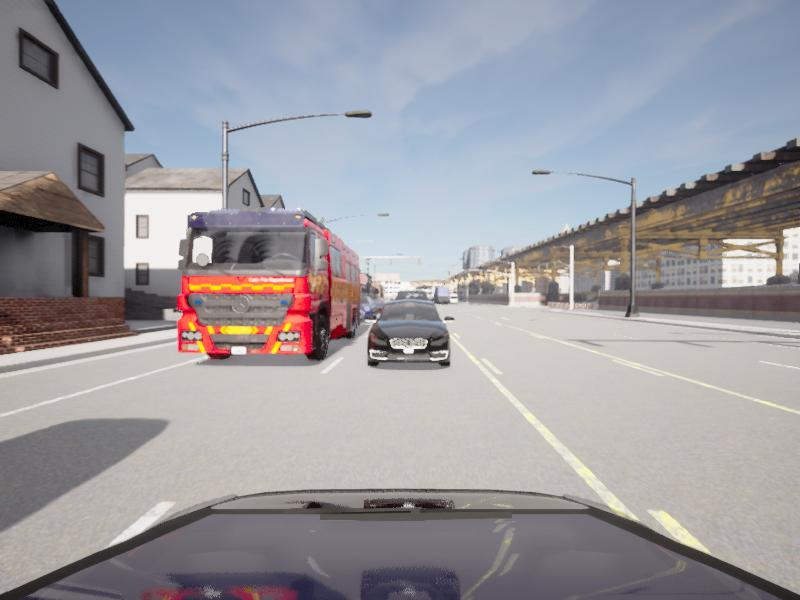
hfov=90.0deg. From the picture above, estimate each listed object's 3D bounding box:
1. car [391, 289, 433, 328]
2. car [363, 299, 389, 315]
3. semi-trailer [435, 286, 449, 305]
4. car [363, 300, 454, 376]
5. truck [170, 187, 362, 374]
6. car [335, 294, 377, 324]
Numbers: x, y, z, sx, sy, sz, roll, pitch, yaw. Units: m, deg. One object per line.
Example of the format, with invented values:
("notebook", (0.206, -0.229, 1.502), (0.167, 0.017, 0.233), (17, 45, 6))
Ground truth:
("car", (0.708, 0.417, 23.605), (2.150, 2.045, 5.566), (0, 0, 2))
("car", (-2.256, 0.650, 39.060), (2.033, 1.411, 5.357), (0, 0, 2))
("semi-trailer", (10.333, -1.141, 99.721), (2.717, 4.402, 14.254), (0, 0, 2))
("car", (0.257, 0.762, 10.513), (1.837, 1.490, 4.892), (0, 0, 2))
("truck", (-3.176, -0.428, 12.484), (2.891, 3.827, 8.468), (0, 0, 2))
("car", (-2.715, 0.518, 25.876), (2.097, 1.767, 4.553), (0, 0, 2))
